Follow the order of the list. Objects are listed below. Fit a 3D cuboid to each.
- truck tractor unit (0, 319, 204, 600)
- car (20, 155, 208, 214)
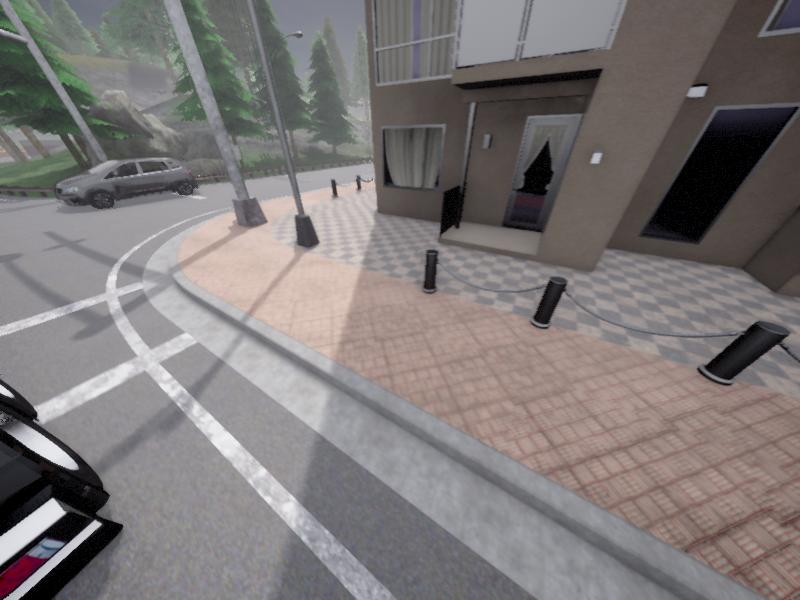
[{"bbox_3d":[-5.205,-0.193,0.651,6.516,4.208,3.053,14,37,20],"label":"truck tractor unit"},{"bbox_3d":[-12.073,-5.376,10.342,2.242,1.667,4.611,15,38,21],"label":"car"}]
